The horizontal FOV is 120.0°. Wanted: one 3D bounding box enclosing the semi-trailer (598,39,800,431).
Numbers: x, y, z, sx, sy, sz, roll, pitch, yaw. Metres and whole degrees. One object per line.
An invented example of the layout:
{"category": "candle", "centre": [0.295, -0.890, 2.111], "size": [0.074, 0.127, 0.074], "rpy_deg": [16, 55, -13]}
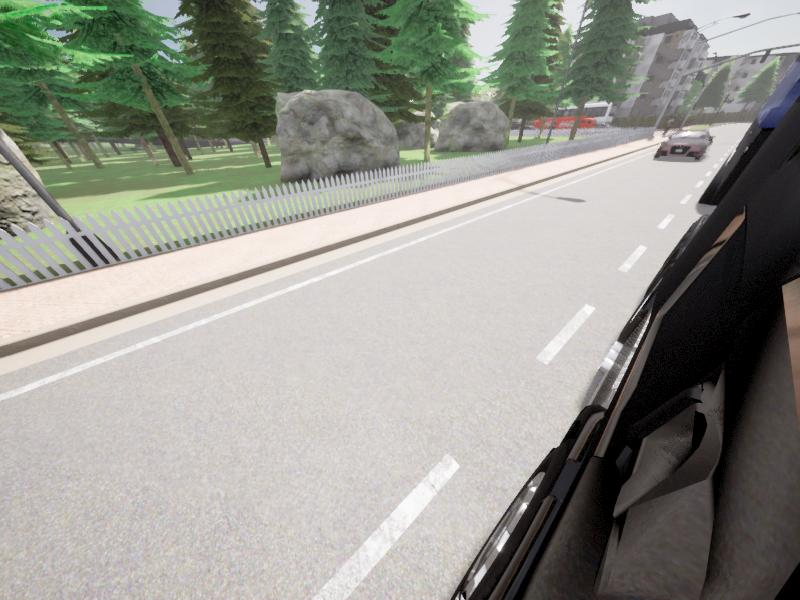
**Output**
{"category": "semi-trailer", "centre": [8.706, -3.602, 4.216], "size": [14.254, 4.402, 2.717], "rpy_deg": [-28, 44, -30]}

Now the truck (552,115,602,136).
{"category": "truck", "centre": [27.675, -27.358, 36.378], "size": [2.627, 2.467, 5.204], "rpy_deg": [-26, 43, -28]}

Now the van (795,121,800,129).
{"category": "van", "centre": [56.230, -24.511, 30.811], "size": [6.366, 2.431, 2.351], "rpy_deg": [-28, 44, -30]}

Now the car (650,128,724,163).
{"category": "car", "centre": [17.368, -9.418, 13.985], "size": [4.181, 1.385, 1.994], "rpy_deg": [-27, 43, -29]}

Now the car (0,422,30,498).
{"category": "car", "centre": [-4.473, 1.838, 0.128], "size": [3.988, 1.617, 1.851], "rpy_deg": [-27, 43, -29]}

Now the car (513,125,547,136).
{"category": "car", "centre": [23.188, -30.316, 41.426], "size": [1.837, 1.490, 4.892], "rpy_deg": [-26, 43, -28]}

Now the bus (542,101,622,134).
{"category": "bus", "centre": [33.426, -33.922, 43.296], "size": [3.944, 4.253, 10.273], "rpy_deg": [-26, 43, -28]}

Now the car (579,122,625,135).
{"category": "car", "centre": [31.962, -27.224, 36.729], "size": [2.128, 1.511, 4.902], "rpy_deg": [-26, 43, -28]}

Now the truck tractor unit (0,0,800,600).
{"category": "truck tractor unit", "centre": [2.645, -0.295, 0.352], "size": [6.516, 4.208, 3.053], "rpy_deg": [-28, 44, -30]}

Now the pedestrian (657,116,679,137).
{"category": "pedestrian", "centre": [30.503, -19.792, 26.308], "size": [0.751, 1.860, 0.751], "rpy_deg": [13, 40, 20]}
